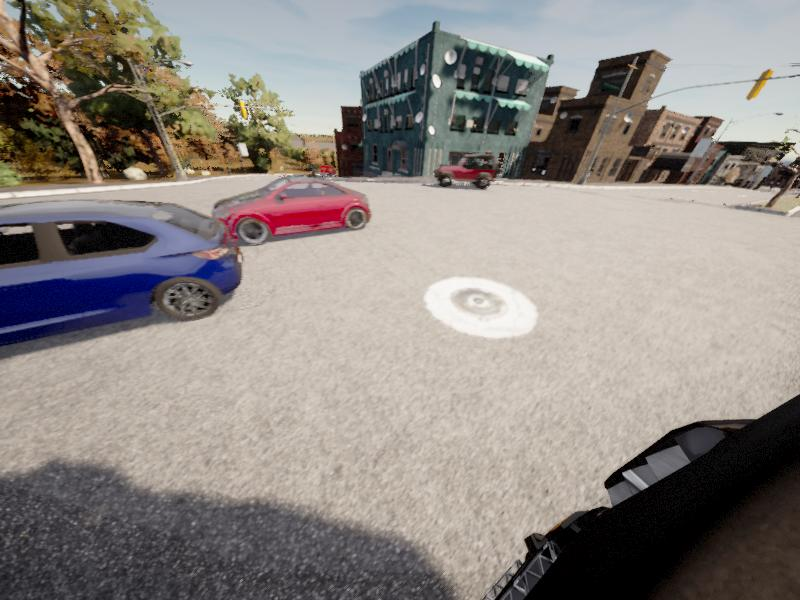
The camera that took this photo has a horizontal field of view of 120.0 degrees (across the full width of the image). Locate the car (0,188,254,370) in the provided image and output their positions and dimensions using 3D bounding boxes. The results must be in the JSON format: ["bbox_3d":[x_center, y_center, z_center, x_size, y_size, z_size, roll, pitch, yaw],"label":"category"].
[{"bbox_3d":[-4.505,-0.385,2.900,4.193,1.474,1.816,-16,38,-26],"label":"car"}]

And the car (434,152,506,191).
[{"bbox_3d":[4.201,-8.194,14.671,3.866,1.878,1.905,4,34,3],"label":"car"}]

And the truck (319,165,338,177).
[{"bbox_3d":[-19.095,-34.595,62.063,2.627,2.467,5.204,9,29,9],"label":"truck"}]

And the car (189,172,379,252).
[{"bbox_3d":[-2.934,-2.731,6.606,4.181,1.385,1.994,-17,38,-26],"label":"car"}]
